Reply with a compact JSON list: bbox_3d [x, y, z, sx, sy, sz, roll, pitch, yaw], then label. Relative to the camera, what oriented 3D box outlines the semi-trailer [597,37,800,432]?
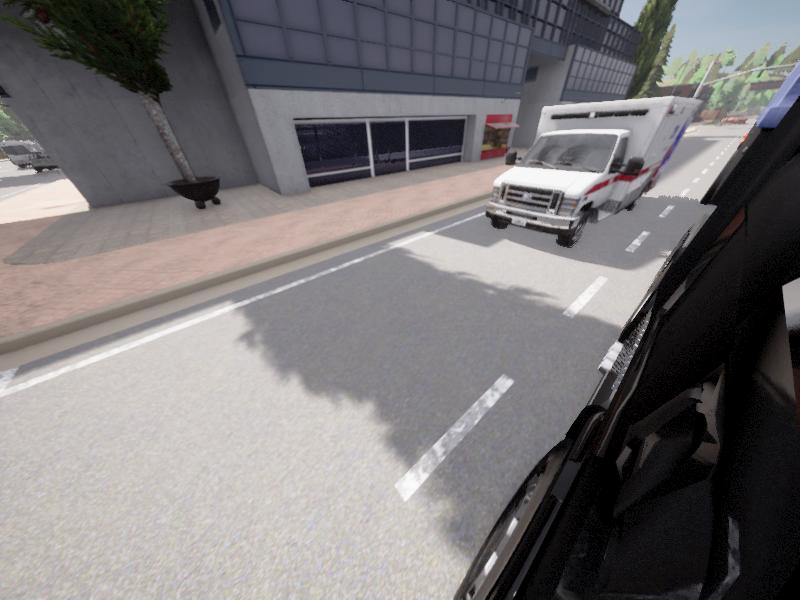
[{"bbox_3d":[8.731,-3.587,4.189,14.254,4.402,2.717,-28,44,-29],"label":"semi-trailer"}]

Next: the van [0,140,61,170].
[{"bbox_3d":[-43.062,-17.035,26.927,1.988,2.561,5.915,-28,43,-29],"label":"van"}]

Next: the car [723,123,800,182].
[{"bbox_3d":[15.942,-6.245,9.564,4.611,1.667,2.242,-28,43,-30],"label":"car"}]

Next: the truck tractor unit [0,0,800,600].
[{"bbox_3d":[2.645,-0.295,0.351,6.516,4.208,3.053,-28,44,-30],"label":"truck tractor unit"}]

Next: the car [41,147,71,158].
[{"bbox_3d":[-64.236,-27.666,43.247,1.837,1.490,4.892,-28,44,-30],"label":"car"}]

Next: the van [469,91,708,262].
[{"bbox_3d":[4.918,-3.496,5.967,6.366,2.431,2.351,-28,44,-29],"label":"van"}]

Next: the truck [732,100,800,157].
[{"bbox_3d":[23.196,-10.364,13.937,5.204,2.467,2.627,-27,43,-30],"label":"truck"}]

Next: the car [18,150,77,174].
[{"bbox_3d":[-33.700,-13.381,22.248,1.851,1.617,3.988,-28,43,-29],"label":"car"}]
